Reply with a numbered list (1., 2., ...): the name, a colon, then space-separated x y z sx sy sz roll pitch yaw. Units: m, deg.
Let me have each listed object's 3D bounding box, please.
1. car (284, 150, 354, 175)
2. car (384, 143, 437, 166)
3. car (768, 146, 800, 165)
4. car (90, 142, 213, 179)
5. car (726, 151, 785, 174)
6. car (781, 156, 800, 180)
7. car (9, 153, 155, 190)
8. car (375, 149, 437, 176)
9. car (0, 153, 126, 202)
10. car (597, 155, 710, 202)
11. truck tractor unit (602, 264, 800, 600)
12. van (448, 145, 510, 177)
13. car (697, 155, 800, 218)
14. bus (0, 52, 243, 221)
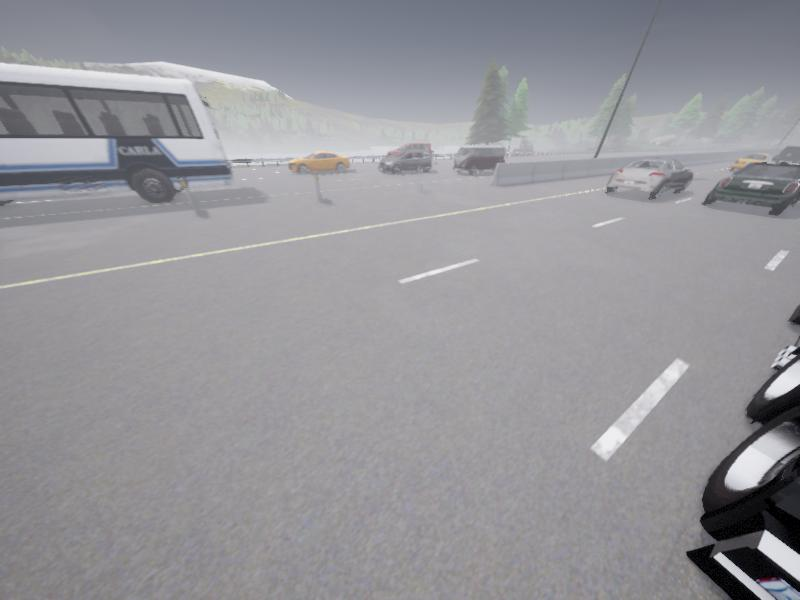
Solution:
1. car: -6.619 -11.488 19.207 5.008 1.535 1.882 -18 39 -24
2. car: 1.183 -16.530 26.101 5.566 2.045 2.150 -18 39 -24
3. car: 49.340 -18.315 29.211 3.866 1.878 1.905 -18 39 -24
4. car: -17.713 -10.396 17.097 5.566 2.045 2.150 -18 39 -25
5. car: 33.075 -12.883 21.509 5.366 1.575 1.801 -18 39 -24
6. car: 31.625 -10.066 17.523 3.806 1.475 1.970 -18 39 -24
7. car: -18.194 -7.728 13.694 4.514 1.525 2.007 -18 39 -24
8. car: 0.497 -11.550 19.241 4.611 1.667 2.242 -18 39 -25
9. car: -17.187 -5.794 10.825 5.027 1.651 2.152 -18 39 -24
10. car: 13.094 -6.416 11.974 5.027 1.651 2.152 -18 39 -24
11. truck tractor unit: 5.112 -0.299 0.792 6.516 4.208 3.053 -18 39 -24
12. van: 6.319 -11.268 18.603 4.442 1.987 1.775 -18 39 -24
13. car: 15.376 -4.926 9.692 4.553 1.767 2.097 -18 39 -24
14. bus: -12.719 -5.940 8.768 10.273 4.253 3.944 -18 39 -24
